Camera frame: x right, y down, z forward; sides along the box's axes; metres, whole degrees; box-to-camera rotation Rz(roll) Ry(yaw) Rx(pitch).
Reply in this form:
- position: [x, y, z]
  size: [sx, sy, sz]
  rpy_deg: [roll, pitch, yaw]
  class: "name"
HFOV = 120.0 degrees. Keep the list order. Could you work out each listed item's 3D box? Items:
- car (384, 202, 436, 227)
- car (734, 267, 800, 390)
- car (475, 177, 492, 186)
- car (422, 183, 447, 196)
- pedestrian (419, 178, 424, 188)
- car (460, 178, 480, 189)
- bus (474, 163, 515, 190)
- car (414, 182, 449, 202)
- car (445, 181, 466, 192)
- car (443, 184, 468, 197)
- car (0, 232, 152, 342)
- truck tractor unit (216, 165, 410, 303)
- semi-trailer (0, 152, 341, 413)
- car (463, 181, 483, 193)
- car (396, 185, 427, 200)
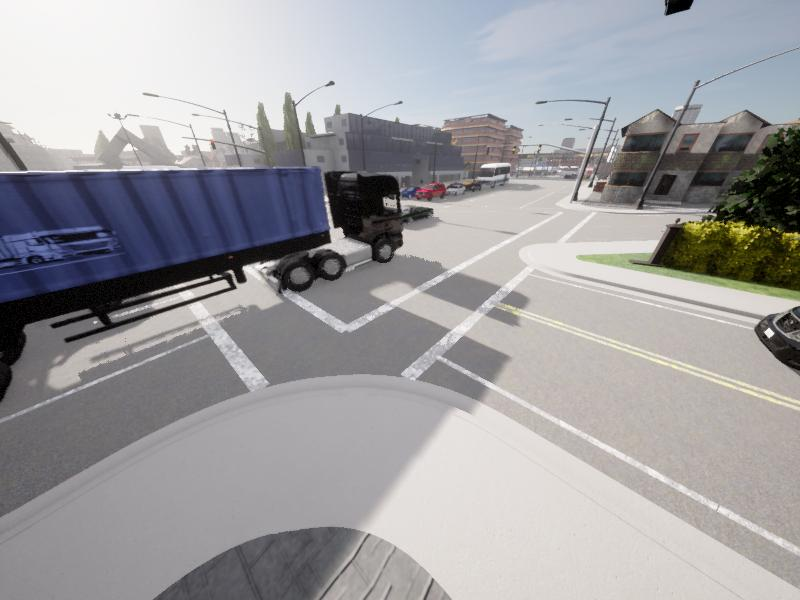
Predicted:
- position: [0.980, -7.542, 20.075]
  size: [1.895, 1.301, 4.718]
  rpy_deg: [23, 37, 34]
  class: "car"
- position: [11.035, 1.388, 3.860]
  size: [5.566, 2.045, 2.150]
  rpy_deg: [23, 37, 34]
  class: "car"
- position: [19.038, -27.106, 52.717]
  size: [1.812, 1.442, 4.674]
  rpy_deg: [23, 39, 34]
  class: "car"
- position: [5.948, -18.877, 39.331]
  size: [1.837, 1.490, 4.892]
  rpy_deg: [22, 38, 34]
  class: "car"
- position: [4.408, -23.851, 47.040]
  size: [0.751, 1.860, 0.751]
  rpy_deg: [-24, 38, -36]
  class: "pedestrian"
- position: [14.715, -24.380, 48.283]
  size: [1.882, 1.535, 5.008]
  rpy_deg: [23, 39, 34]
  class: "car"
- position: [19.637, -25.762, 47.774]
  size: [3.944, 4.253, 10.273]
  rpy_deg: [23, 39, 34]
  class: "bus"
- position: [4.495, -15.481, 32.969]
  size: [2.150, 2.045, 5.566]
  rpy_deg: [23, 37, 34]
  class: "car"
- position: [10.656, -21.736, 44.166]
  size: [1.994, 1.385, 4.181]
  rpy_deg: [24, 39, 35]
  class: "car"
- position: [9.175, -18.068, 37.952]
  size: [1.812, 1.442, 4.674]
  rpy_deg: [23, 38, 34]
  class: "car"
- position: [-11.751, -0.203, 6.752]
  size: [2.150, 2.045, 5.566]
  rpy_deg: [22, 38, 33]
  class: "car"
- position: [-2.933, -3.407, 10.020]
  size: [6.516, 4.208, 3.053]
  rpy_deg: [-27, 39, -37]
  class: "truck tractor unit"
- position: [-8.238, -0.518, 4.906]
  size: [2.717, 4.402, 14.254]
  rpy_deg: [23, 38, 35]
  class: "semi-trailer"
- position: [13.383, -20.697, 42.256]
  size: [1.816, 1.474, 4.193]
  rpy_deg: [23, 38, 34]
  class: "car"
- position: [1.789, -16.373, 35.030]
  size: [1.882, 1.535, 5.008]
  rpy_deg: [22, 37, 34]
  class: "car"
